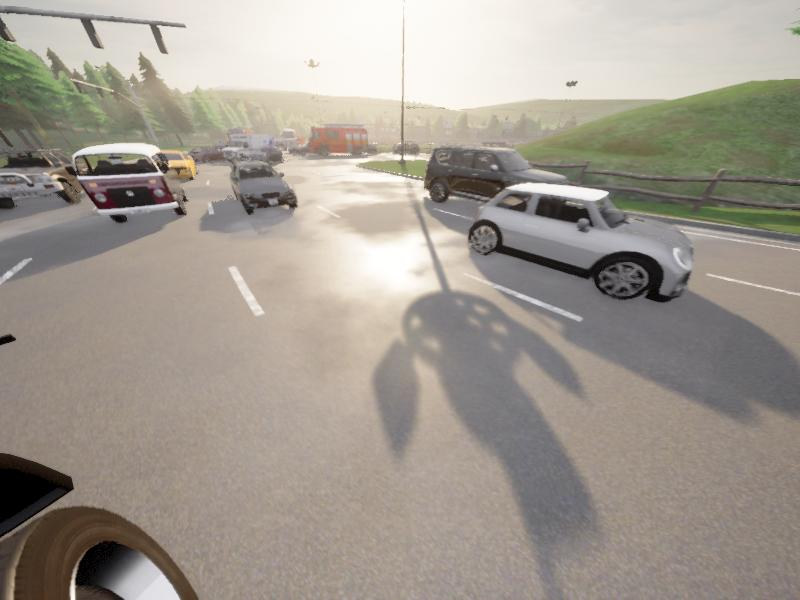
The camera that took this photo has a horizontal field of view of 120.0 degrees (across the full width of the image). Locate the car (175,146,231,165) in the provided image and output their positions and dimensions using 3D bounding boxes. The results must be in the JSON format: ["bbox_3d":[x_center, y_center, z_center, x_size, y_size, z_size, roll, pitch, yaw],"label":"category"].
[{"bbox_3d":[-20.311,-15.117,24.056,1.994,1.385,4.181,3,35,4],"label":"car"}]

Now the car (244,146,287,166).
[{"bbox_3d":[-13.102,-14.226,22.740,1.845,1.501,3.633,2,35,2],"label":"car"}]

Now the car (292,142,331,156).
[{"bbox_3d":[-13.604,-23.518,35.911,5.027,1.651,2.152,-23,41,-30],"label":"car"}]

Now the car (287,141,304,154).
[{"bbox_3d":[-17.814,-26.052,39.431,2.242,1.667,4.611,-12,37,-17],"label":"car"}]

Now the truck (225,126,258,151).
[{"bbox_3d":[-32.605,-33.479,47.960,2.891,3.827,8.468,-9,36,-13],"label":"truck"}]

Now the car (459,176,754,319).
[{"bbox_3d":[3.522,-1.481,4.814,1.970,1.475,3.806,-29,45,-35],"label":"car"}]

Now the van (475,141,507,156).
[{"bbox_3d":[15.217,-25.338,38.566,4.442,1.987,1.775,-9,36,-14],"label":"van"}]

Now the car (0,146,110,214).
[{"bbox_3d":[-14.413,-5.046,9.324,1.932,1.855,4.605,-21,39,-27],"label":"car"}]

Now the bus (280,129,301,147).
[{"bbox_3d":[-32.675,-48.707,69.308,3.944,4.253,10.273,-9,37,-13],"label":"bus"}]

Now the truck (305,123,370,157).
[{"bbox_3d":[-9.127,-23.719,34.337,8.468,3.827,2.891,-15,38,-21],"label":"truck"}]

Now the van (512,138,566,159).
[{"bbox_3d":[20.198,-22.148,33.696,6.366,2.431,2.351,-9,36,-14],"label":"van"}]

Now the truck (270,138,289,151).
[{"bbox_3d":[-25.655,-33.380,49.413,2.390,2.098,6.274,-9,36,-14],"label":"truck"}]

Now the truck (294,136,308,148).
[{"bbox_3d":[-26.347,-42.252,61.734,2.627,2.467,5.204,-9,36,-13],"label":"truck"}]

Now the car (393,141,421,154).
[{"bbox_3d":[1.156,-27.173,41.097,4.605,1.855,1.932,-9,36,-14],"label":"car"}]

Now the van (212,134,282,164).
[{"bbox_3d":[-16.490,-16.751,25.515,2.351,2.431,6.366,8,36,11],"label":"van"}]

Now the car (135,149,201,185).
[{"bbox_3d":[-14.445,-8.648,14.754,1.882,1.535,5.008,-19,39,-25],"label":"car"}]

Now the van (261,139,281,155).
[{"bbox_3d":[-20.018,-23.997,36.153,2.069,2.038,4.480,-13,37,-18],"label":"van"}]

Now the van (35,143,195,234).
[{"bbox_3d":[-8.805,-4.076,7.868,2.069,2.038,4.480,-22,40,-28],"label":"van"}]

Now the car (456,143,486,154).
[{"bbox_3d":[13.498,-29.063,44.249,4.974,1.542,2.038,-10,36,-14],"label":"car"}]

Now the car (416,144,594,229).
[{"bbox_3d":[3.364,-4.684,8.884,2.150,2.045,5.566,-26,43,-32],"label":"car"}]

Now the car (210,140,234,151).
[{"bbox_3d":[-35.364,-30.873,46.124,2.152,1.651,5.027,-9,36,-14],"label":"car"}]

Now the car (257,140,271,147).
[{"bbox_3d":[-38.421,-44.299,65.244,2.152,1.651,5.027,-9,36,-13],"label":"car"}]

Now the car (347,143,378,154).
[{"bbox_3d":[-6.373,-25.723,39.277,4.792,1.488,2.163,-10,36,-15],"label":"car"}]

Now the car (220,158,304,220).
[{"bbox_3d":[-5.516,-4.541,9.065,1.816,1.474,4.193,-22,41,-29],"label":"car"}]
